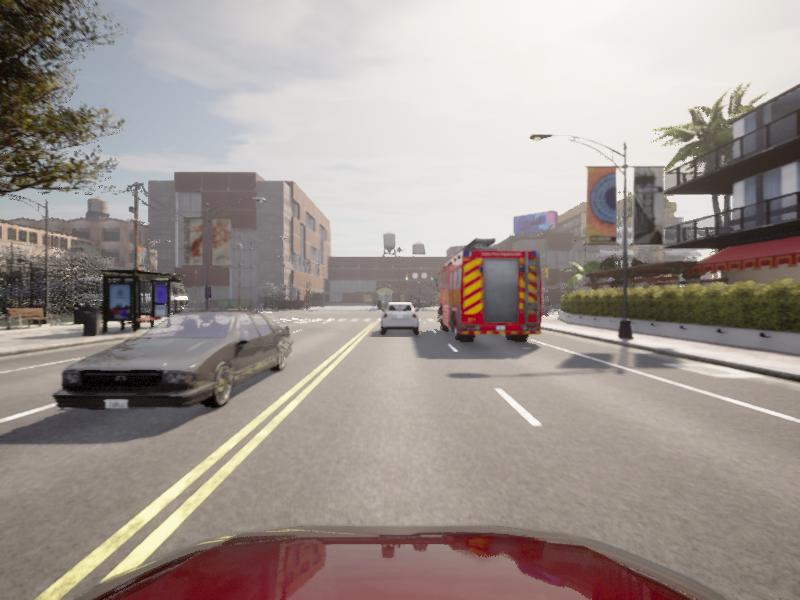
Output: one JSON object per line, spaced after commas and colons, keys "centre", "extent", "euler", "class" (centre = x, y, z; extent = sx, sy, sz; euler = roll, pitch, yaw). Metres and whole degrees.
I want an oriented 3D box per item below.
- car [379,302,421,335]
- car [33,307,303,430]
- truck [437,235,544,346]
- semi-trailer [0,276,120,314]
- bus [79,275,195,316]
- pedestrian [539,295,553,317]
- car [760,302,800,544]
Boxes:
{"centre": [-0.001, 0.862, 20.426], "extent": [1.970, 1.475, 3.806], "euler": [0, 0, 0], "class": "car"}
{"centre": [-3.503, 0.898, 7.604], "extent": [2.033, 1.411, 5.357], "euler": [0, 0, 0], "class": "car"}
{"centre": [3.503, -0.314, 17.978], "extent": [2.891, 3.827, 8.468], "euler": [0, 0, 0], "class": "truck"}
{"centre": [-41.881, -0.599, 48.405], "extent": [14.254, 4.402, 2.717], "euler": [0, 0, 1], "class": "semi-trailer"}
{"centre": [-28.853, -0.511, 44.307], "extent": [10.273, 4.253, 3.944], "euler": [0, 0, 1], "class": "bus"}
{"centre": [12.388, 0.499, 33.934], "extent": [0.751, 1.860, 0.751], "euler": [0, 0, -18], "class": "pedestrian"}
{"centre": [3.500, 0.803, 0.201], "extent": [1.801, 1.575, 5.366], "euler": [0, 0, 0], "class": "car"}
